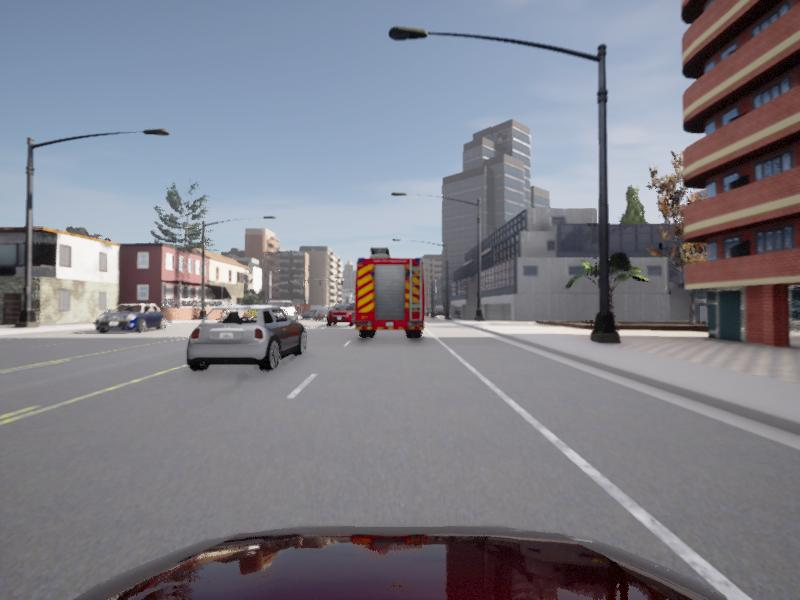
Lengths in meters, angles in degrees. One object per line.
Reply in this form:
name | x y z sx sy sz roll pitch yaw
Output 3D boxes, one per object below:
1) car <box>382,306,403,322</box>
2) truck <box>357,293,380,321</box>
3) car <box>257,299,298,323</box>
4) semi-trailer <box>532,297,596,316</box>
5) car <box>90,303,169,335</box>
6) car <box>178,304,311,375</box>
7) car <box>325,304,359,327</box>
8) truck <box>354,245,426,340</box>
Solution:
car | -0.735 1.429 40.443 2.038 1.542 4.974 0 -3 0
truck | -4.632 1.125 59.786 2.891 3.827 8.468 0 -2 -1
car | -11.125 1.031 36.723 2.150 2.045 5.566 0 -2 -1
semi-trailer | 39.560 1.656 96.659 14.254 4.402 2.717 0 -3 -3
car | -13.794 0.919 20.678 1.970 1.475 3.806 0 -1 -9
car | -3.732 0.865 10.410 1.970 1.475 3.806 0 0 0
car | -3.942 1.044 27.863 1.816 1.474 4.193 0 -1 -1
truck | -0.416 -0.261 20.310 2.891 3.827 8.468 0 -1 0
